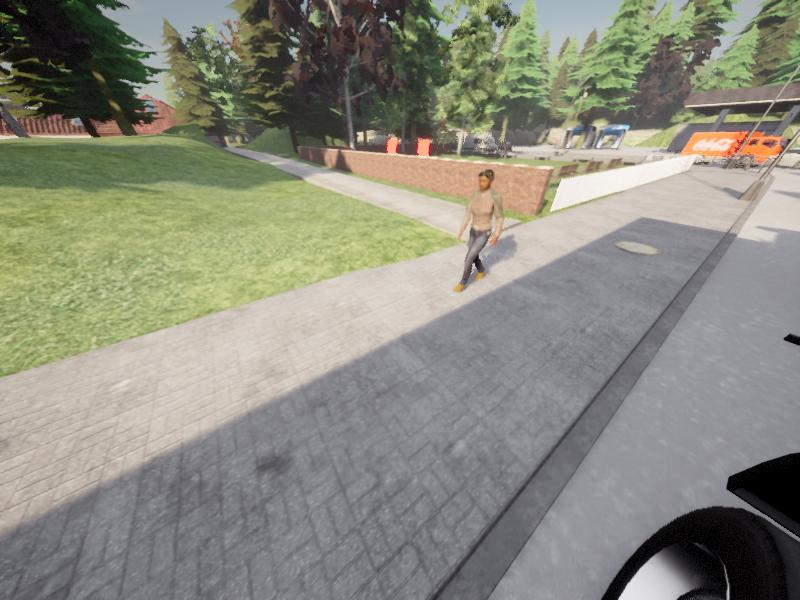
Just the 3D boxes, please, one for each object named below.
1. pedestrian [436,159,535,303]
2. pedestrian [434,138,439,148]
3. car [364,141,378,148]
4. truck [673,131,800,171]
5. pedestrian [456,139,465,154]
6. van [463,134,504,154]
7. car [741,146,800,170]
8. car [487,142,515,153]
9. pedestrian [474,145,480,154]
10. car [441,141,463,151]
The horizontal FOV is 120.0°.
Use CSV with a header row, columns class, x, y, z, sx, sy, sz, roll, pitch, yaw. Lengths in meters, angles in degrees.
class,x,y,z,sx,sy,sz,roll,pitch,yaw
pedestrian,1.167,-1.014,3.500,0.751,1.860,0.751,-23,41,-28
pedestrian,8.328,-35.929,52.955,0.751,1.860,0.751,25,42,31
car,-8.776,-46.815,69.440,1.837,1.490,4.892,-22,41,-28
truck,27.694,-12.515,19.305,2.627,2.467,5.204,-11,36,-18
pedestrian,9.184,-23.439,35.236,0.751,1.860,0.751,-16,38,-21
van,13.363,-25.246,37.402,1.988,2.561,5.915,-22,40,-28
car,31.946,-11.486,18.696,1.812,1.442,4.674,1,35,1
car,17.011,-25.858,39.082,1.789,1.549,3.705,-22,40,-28
pedestrian,11.418,-22.398,34.402,0.500,1.100,0.500,-12,37,-17
car,10.427,-31.153,46.723,1.816,1.474,4.193,-22,40,-27
